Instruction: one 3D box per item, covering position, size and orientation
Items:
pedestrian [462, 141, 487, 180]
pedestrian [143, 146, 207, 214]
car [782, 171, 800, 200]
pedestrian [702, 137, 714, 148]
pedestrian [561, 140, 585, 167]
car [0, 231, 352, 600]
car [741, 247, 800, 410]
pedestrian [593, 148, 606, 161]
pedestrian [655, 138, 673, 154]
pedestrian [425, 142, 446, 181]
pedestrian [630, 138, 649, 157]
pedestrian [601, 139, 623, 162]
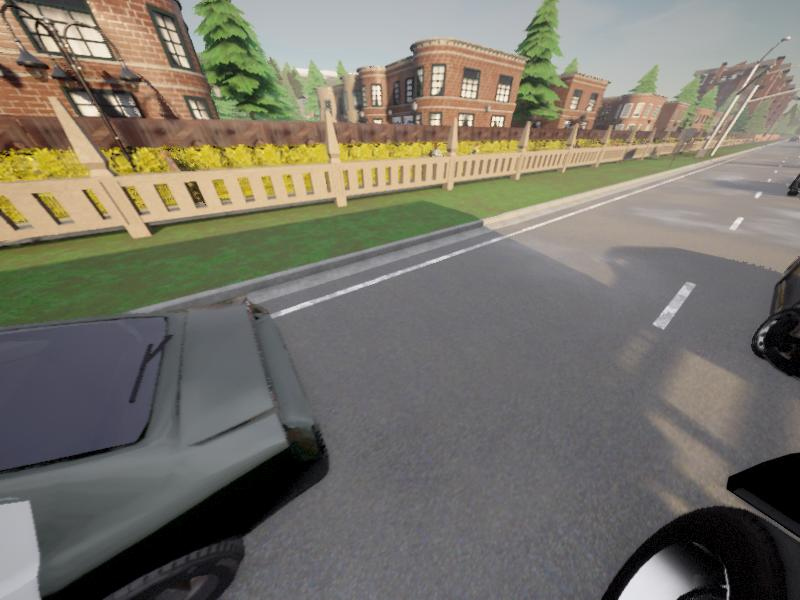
[{"bbox_3d":[4.325,-8.121,13.486,0.751,1.860,0.751,-21,40,-26],"label":"pedestrian"},{"bbox_3d":[-7.364,-3.975,7.684,0.751,1.860,0.751,-20,39,-25],"label":"pedestrian"},{"bbox_3d":[19.400,-5.445,10.081,5.027,1.651,2.152,-22,41,-28],"label":"car"},{"bbox_3d":[64.966,-33.266,48.707,0.751,1.860,0.751,-22,41,-28],"label":"pedestrian"},{"bbox_3d":[14.349,-12.178,19.167,0.751,1.860,0.751,-22,41,-28],"label":"pedestrian"},{"bbox_3d":[-2.985,1.270,0.805,4.974,1.542,2.038,-22,41,-28],"label":"car"},{"bbox_3d":[6.101,0.138,2.499,4.181,1.385,1.994,-22,40,-28],"label":"car"},{"bbox_3d":[20.172,-14.703,23.366,0.500,1.100,0.500,-16,38,-21],"label":"pedestrian"},{"bbox_3d":[35.969,-21.002,31.524,0.751,1.860,0.751,-22,41,-28],"label":"pedestrian"},{"bbox_3d":[2.027,-7.949,13.260,0.751,1.860,0.751,-21,40,-26],"label":"pedestrian"},{"bbox_3d":[29.472,-18.816,28.472,0.751,1.860,0.751,-22,40,-27],"label":"pedestrian"},{"bbox_3d":[21.059,-14.909,22.992,0.751,1.860,0.751,-23,41,-29],"label":"pedestrian"}]
